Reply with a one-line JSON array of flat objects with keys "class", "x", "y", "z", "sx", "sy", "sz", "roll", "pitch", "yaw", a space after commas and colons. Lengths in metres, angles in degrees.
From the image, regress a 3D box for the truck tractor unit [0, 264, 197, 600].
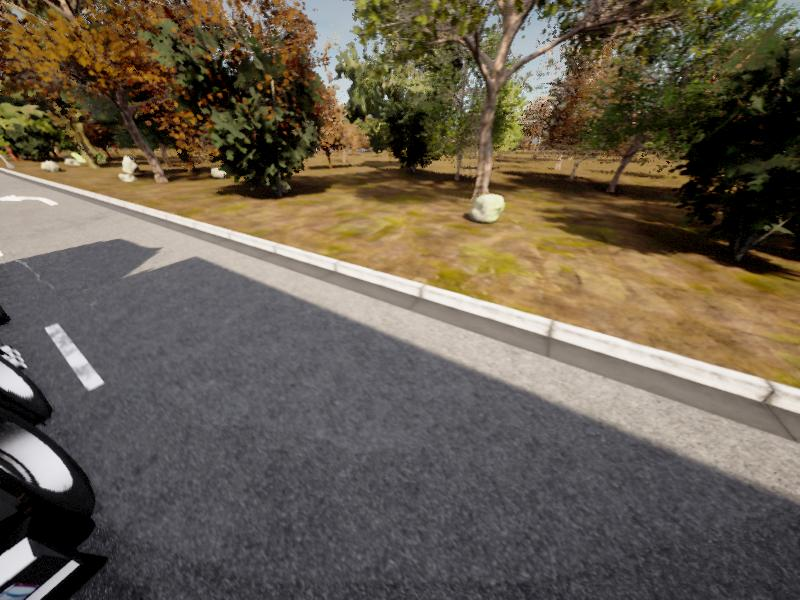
[{"class": "truck tractor unit", "x": -5.110, "y": -0.301, "z": 0.785, "sx": 6.516, "sy": 4.208, "sz": 3.053, "roll": 18, "pitch": 39, "yaw": 24}]
